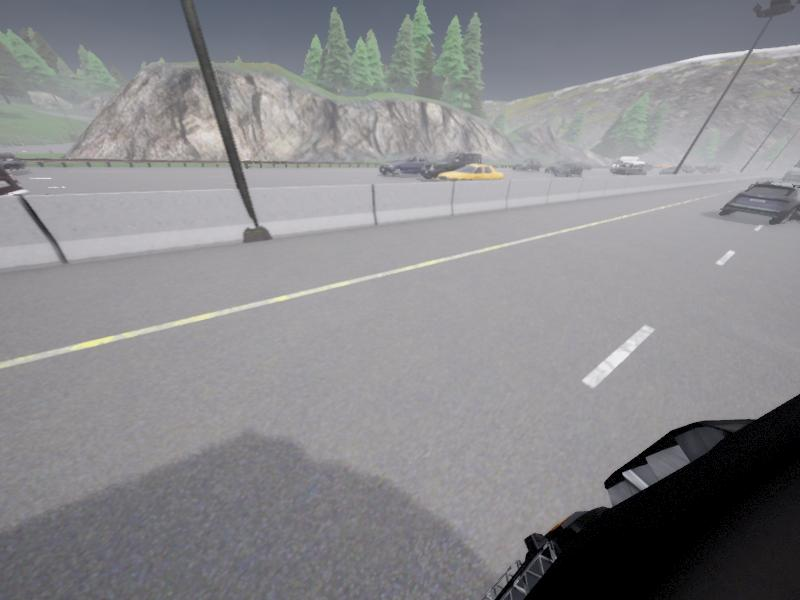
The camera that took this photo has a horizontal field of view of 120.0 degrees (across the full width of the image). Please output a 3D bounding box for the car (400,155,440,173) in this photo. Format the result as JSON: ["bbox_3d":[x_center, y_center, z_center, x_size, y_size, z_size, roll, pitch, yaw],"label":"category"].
[{"bbox_3d":[2.109,-14.467,24.565,3.633,1.501,1.845,-17,39,-28],"label":"car"}]

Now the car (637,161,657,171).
[{"bbox_3d":[59.987,-32.503,56.123,3.866,1.878,1.905,-17,39,-28],"label":"car"}]

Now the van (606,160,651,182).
[{"bbox_3d":[27.880,-15.798,28.188,4.480,2.038,2.069,-17,39,-27],"label":"van"}]

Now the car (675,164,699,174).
[{"bbox_3d":[63.723,-29.058,51.307,4.553,1.767,2.097,-17,39,-28],"label":"car"}]

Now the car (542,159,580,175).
[{"bbox_3d":[22.425,-18.524,32.196,4.611,1.667,2.242,-17,39,-28],"label":"car"}]

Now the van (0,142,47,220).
[{"bbox_3d":[-13.407,-3.032,5.609,4.480,2.038,2.069,-17,39,-27],"label":"van"}]

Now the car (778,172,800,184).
[{"bbox_3d":[69.649,-21.633,40.873,4.792,1.488,2.163,-17,39,-28],"label":"car"}]

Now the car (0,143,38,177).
[{"bbox_3d":[-22.690,-6.744,11.041,5.357,1.411,2.033,-17,39,-28],"label":"car"}]

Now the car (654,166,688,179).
[{"bbox_3d":[42.916,-20.236,36.562,4.974,1.542,2.038,-17,38,-28],"label":"car"}]

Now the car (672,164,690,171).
[{"bbox_3d":[84.736,-39.892,69.650,4.902,1.511,2.128,-16,38,-27],"label":"car"}]

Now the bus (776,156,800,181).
[{"bbox_3d":[84.473,-27.435,48.298,10.273,4.253,3.944,-17,39,-28],"label":"bus"}]

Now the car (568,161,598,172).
[{"bbox_3d":[32.658,-23.905,41.278,4.902,1.511,2.128,-17,39,-28],"label":"car"}]

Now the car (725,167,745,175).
[{"bbox_3d":[90.761,-34.933,62.570,5.366,1.575,1.801,-16,38,-27],"label":"car"}]

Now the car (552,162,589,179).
[{"bbox_3d":[20.364,-15.557,27.659,3.705,1.549,1.789,-17,39,-28],"label":"car"}]

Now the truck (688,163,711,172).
[{"bbox_3d":[87.830,-38.806,67.663,6.274,2.098,2.390,-16,38,-27],"label":"truck"}]

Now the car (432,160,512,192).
[{"bbox_3d":[4.924,-8.510,15.766,5.366,1.575,1.801,-17,39,-28],"label":"car"}]

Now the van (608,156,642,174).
[{"bbox_3d":[40.940,-24.602,42.078,5.915,2.561,1.988,-17,39,-28],"label":"van"}]

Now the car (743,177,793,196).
[{"bbox_3d":[35.228,-10.916,22.100,4.718,1.301,1.895,-17,39,-28],"label":"car"}]

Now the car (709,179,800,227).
[{"bbox_3d":[18.293,-4.819,11.240,4.856,1.649,2.033,-10,36,-19],"label":"car"}]

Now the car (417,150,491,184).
[{"bbox_3d":[4.389,-10.818,18.781,5.566,2.045,2.150,-17,39,-28],"label":"car"}]

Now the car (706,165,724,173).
[{"bbox_3d":[87.676,-36.432,64.284,3.866,1.878,1.905,-16,38,-27],"label":"car"}]

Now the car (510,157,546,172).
[{"bbox_3d":[18.565,-19.612,33.523,4.611,1.667,2.242,-17,39,-28],"label":"car"}]

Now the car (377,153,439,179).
[{"bbox_3d":[0.729,-11.794,20.342,5.027,1.651,2.152,-17,39,-28],"label":"car"}]

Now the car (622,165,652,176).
[{"bbox_3d":[38.701,-21.150,37.743,4.181,1.385,1.994,-17,39,-28],"label":"car"}]

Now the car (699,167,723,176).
[{"bbox_3d":[66.640,-27.541,49.558,4.514,1.525,2.007,-17,39,-28],"label":"car"}]
